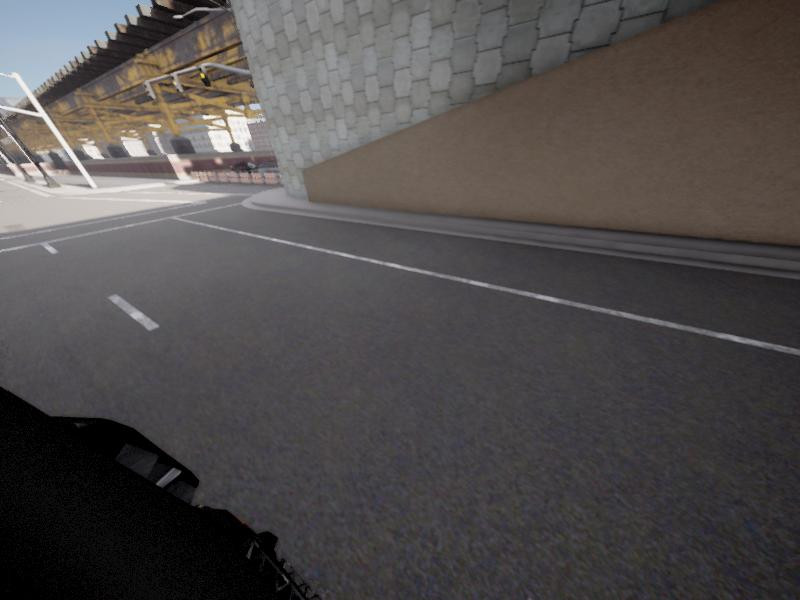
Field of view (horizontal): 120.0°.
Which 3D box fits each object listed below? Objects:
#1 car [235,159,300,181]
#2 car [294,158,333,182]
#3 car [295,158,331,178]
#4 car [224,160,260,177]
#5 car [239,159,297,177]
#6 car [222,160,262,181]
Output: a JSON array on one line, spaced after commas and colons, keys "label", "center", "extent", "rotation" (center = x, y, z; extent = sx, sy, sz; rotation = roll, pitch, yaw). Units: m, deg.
[{"label": "car", "center": [-12.895, -12.884, 22.850], "extent": [4.974, 1.542, 2.038], "rotation": [-5, 34, -3]}, {"label": "car", "center": [-7.916, -11.871, 20.948], "extent": [2.038, 1.542, 4.974], "rotation": [-19, 37, -23]}, {"label": "car", "center": [-7.949, -12.026, 20.899], "extent": [1.853, 1.218, 4.536], "rotation": [-19, 37, -23]}, {"label": "car", "center": [-16.840, -14.238, 24.902], "extent": [1.853, 1.218, 4.536], "rotation": [-10, 34, -11]}, {"label": "car", "center": [-12.850, -13.019, 22.765], "extent": [4.536, 1.218, 1.853], "rotation": [-5, 34, -3]}, {"label": "car", "center": [-16.819, -14.080, 24.947], "extent": [2.038, 1.542, 4.974], "rotation": [-10, 34, -11]}]
